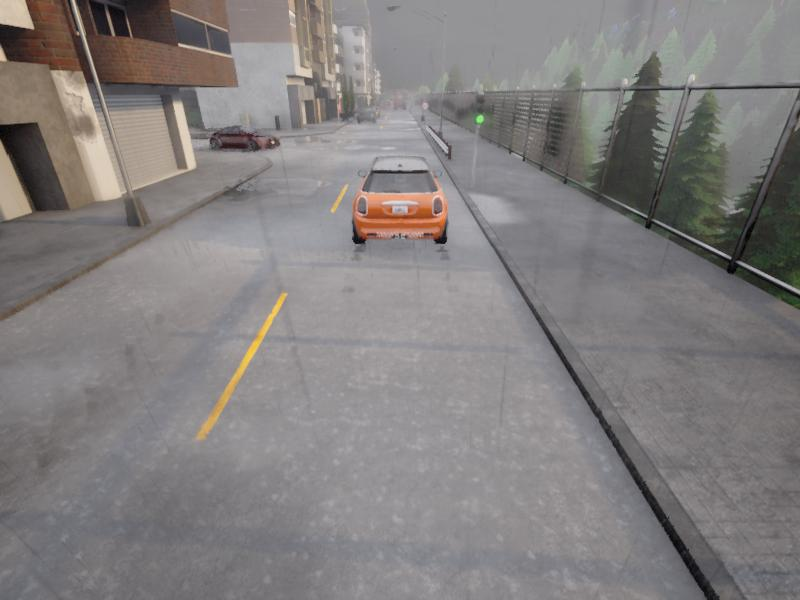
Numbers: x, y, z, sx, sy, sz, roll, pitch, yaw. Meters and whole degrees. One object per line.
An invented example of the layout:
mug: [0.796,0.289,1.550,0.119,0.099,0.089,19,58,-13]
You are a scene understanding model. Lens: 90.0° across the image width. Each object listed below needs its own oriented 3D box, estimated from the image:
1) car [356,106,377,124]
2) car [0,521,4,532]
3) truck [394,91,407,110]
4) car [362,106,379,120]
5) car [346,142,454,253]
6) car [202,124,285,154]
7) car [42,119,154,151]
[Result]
car: [-3.988,-22.480,48.476,2.097,1.767,4.553,0,27,0]
car: [-4.015,2.242,0.620,1.837,1.490,4.892,0,27,0]
truck: [0.012,-46.792,93.630,2.891,3.827,8.468,0,27,0]
car: [-3.989,-25.633,54.857,1.801,1.575,5.366,0,27,0]
car: [0.002,-2.841,10.200,2.097,1.767,4.553,0,27,0]
car: [-9.395,-9.778,24.188,4.181,1.385,1.994,9,28,16]
car: [-18.796,-10.411,25.143,5.027,1.651,2.152,0,27,0]
